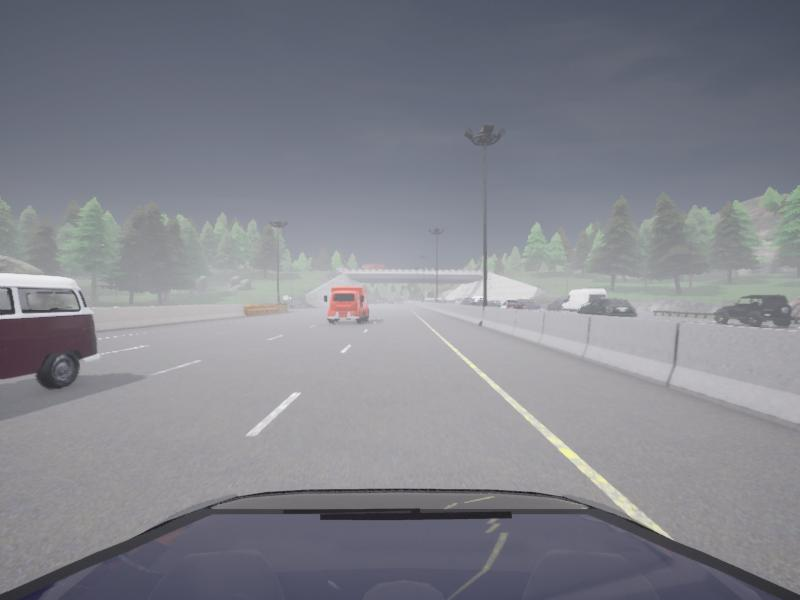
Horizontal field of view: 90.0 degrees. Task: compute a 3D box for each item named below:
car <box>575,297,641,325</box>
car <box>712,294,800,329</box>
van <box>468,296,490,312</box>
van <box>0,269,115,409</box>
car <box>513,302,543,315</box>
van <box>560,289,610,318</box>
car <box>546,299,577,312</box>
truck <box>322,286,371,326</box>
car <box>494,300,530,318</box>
[{"bbox_3d":[14.000,0.689,27.294,2.097,1.767,4.553,0,0,0],"label":"car"},{"bbox_3d":[21.001,0.639,23.806,1.905,1.878,3.866,0,0,0],"label":"car"},{"bbox_3d":[10.499,0.560,53.254,2.069,2.038,4.480,0,0,0],"label":"van"},{"bbox_3d":[-6.849,0.570,5.847,2.069,2.038,4.480,0,0,2],"label":"van"},{"bbox_3d":[13.999,0.898,43.974,1.994,1.385,4.181,0,0,0],"label":"car"},{"bbox_3d":[17.504,0.316,38.276,1.988,2.561,5.915,0,0,0],"label":"van"},{"bbox_3d":[20.998,0.741,52.194,2.242,1.667,4.611,0,0,0],"label":"car"},{"bbox_3d":[-3.498,0.351,27.188,2.627,2.467,5.204,0,0,0],"label":"truck"},{"bbox_3d":[10.499,0.814,37.829,2.038,1.542,4.974,0,0,0],"label":"car"}]
